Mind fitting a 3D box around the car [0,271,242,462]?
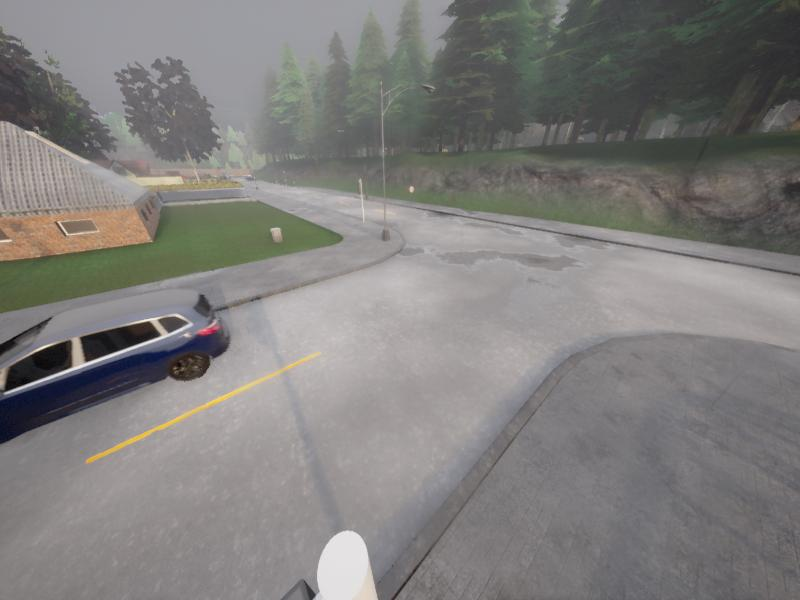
[{"bbox_3d":[-6.328,1.098,4.643,4.611,1.667,2.242,-23,37,-35],"label":"car"}]
